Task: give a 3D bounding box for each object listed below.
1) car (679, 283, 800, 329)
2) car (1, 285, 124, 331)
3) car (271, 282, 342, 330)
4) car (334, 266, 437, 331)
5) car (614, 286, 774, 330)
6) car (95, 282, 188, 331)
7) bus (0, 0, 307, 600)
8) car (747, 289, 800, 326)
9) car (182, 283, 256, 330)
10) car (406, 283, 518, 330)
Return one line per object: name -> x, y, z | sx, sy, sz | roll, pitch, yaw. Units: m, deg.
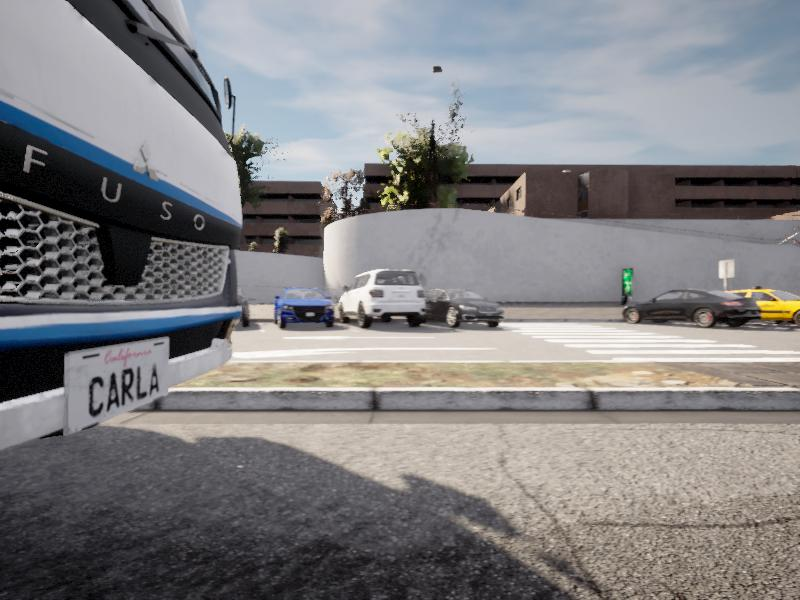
car -> 14.129, 0.245, 15.411 | 1.946, 1.575, 5.366 | 1, -1, -20
car -> -12.789, 0.298, 15.629 | 2.163, 1.488, 4.792 | 0, -1, -20
car -> -3.826, 0.243, 15.602 | 2.097, 1.535, 5.008 | 0, -1, -20
car -> -0.862, -0.013, 15.624 | 2.435, 2.045, 5.566 | 0, -1, -20
car -> 11.080, 0.284, 15.582 | 2.002, 1.452, 4.674 | 0, -1, -20
car -> -9.859, 0.257, 15.775 | 1.946, 1.575, 5.366 | 0, -1, -20
bus -> -6.028, -1.123, 1.822 | 10.273, 4.253, 3.944 | 0, 0, 0
car -> 17.033, 0.291, 15.608 | 2.163, 1.488, 4.792 | 0, -1, -20
car -> -6.811, 0.251, 15.592 | 2.231, 1.521, 4.892 | 0, -1, -20
car -> 2.140, 0.238, 15.602 | 2.231, 1.521, 4.892 | 1, -1, -20
